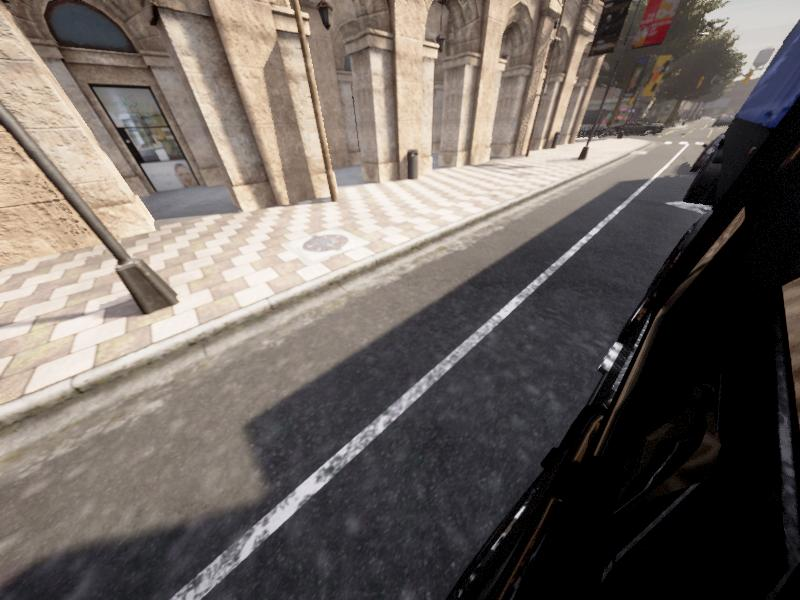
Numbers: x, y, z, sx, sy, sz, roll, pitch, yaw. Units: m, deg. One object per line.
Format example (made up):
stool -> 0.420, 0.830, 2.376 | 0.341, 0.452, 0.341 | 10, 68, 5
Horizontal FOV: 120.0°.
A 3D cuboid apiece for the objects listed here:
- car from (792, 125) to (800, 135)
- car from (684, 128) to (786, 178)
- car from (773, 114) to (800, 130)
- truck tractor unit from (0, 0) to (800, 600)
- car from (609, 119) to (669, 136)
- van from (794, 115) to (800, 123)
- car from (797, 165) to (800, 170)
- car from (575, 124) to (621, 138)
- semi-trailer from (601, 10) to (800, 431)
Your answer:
car -> 42.620, -17.015, 22.316 | 5.366, 1.575, 1.801 | -2, 37, 0
car -> 14.639, -6.616, 10.277 | 3.633, 1.501, 1.845 | -30, 45, -32
car -> 50.636, -21.890, 28.362 | 2.128, 1.511, 4.902 | -30, 45, -32
truck tractor unit -> 2.645, -0.295, 0.351 | 6.516, 4.208, 3.053 | -28, 44, -30
car -> 32.138, -23.293, 31.284 | 1.930, 1.638, 5.238 | -30, 45, -31
van -> 73.075, -32.715, 40.603 | 6.366, 2.431, 2.351 | -30, 45, -32
car -> 17.137, -5.222, 8.251 | 4.974, 1.542, 2.038 | -30, 45, -32
car -> 27.106, -23.224, 31.737 | 1.994, 1.385, 4.181 | -30, 45, -32
semi-trailer -> 8.544, -3.709, 4.368 | 14.254, 4.402, 2.717 | -30, 45, -31
